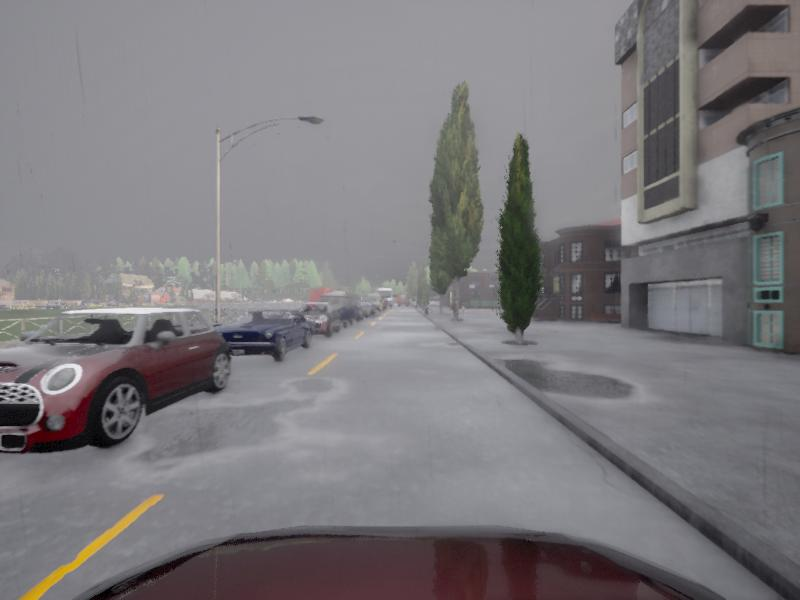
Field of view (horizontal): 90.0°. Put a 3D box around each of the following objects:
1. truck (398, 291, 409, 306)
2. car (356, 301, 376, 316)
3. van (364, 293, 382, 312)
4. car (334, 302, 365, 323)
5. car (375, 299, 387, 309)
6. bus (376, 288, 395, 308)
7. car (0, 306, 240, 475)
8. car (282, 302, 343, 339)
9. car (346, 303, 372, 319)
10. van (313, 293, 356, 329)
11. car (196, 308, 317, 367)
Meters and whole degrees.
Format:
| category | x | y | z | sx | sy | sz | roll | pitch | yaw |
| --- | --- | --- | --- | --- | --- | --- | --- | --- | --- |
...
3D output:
| category | x | y | z | sx | sy | sz | roll | pitch | yaw |
| --- | --- | --- | --- | --- | --- | --- | --- | --- | --- |
| truck | 0.854 | -0.281 | 105.421 | 2.891 | 3.827 | 8.468 | 0 | 0 | 0 |
| car | -3.651 | 0.887 | 43.798 | 1.812 | 1.442 | 4.674 | 0 | 0 | 0 |
| van | -3.568 | 0.345 | 54.619 | 1.988 | 2.561 | 5.915 | 0 | 0 | 0 |
| car | -3.759 | 0.866 | 30.284 | 1.816 | 1.474 | 4.193 | 0 | 0 | 0 |
| car | -3.422 | 0.685 | 72.210 | 1.905 | 1.878 | 3.866 | 0 | 0 | 0 |
| bus | -3.154 | -0.502 | 90.154 | 3.944 | 4.253 | 10.273 | 0 | 0 | 0 |
| car | -3.967 | 0.855 | 5.541 | 1.970 | 1.475 | 3.806 | 0 | 0 | 0 |
| car | -3.859 | 0.860 | 18.353 | 1.970 | 1.475 | 3.806 | 0 | 0 | 0 |
| car | -3.707 | 0.958 | 36.829 | 1.895 | 1.301 | 4.718 | 0 | 0 | 0 |
| van | -3.810 | 0.608 | 23.969 | 1.775 | 1.987 | 4.442 | 0 | 0 | 1 |
| car | -3.909 | 0.948 | 11.906 | 1.895 | 1.301 | 4.718 | 0 | 0 | 0 |
